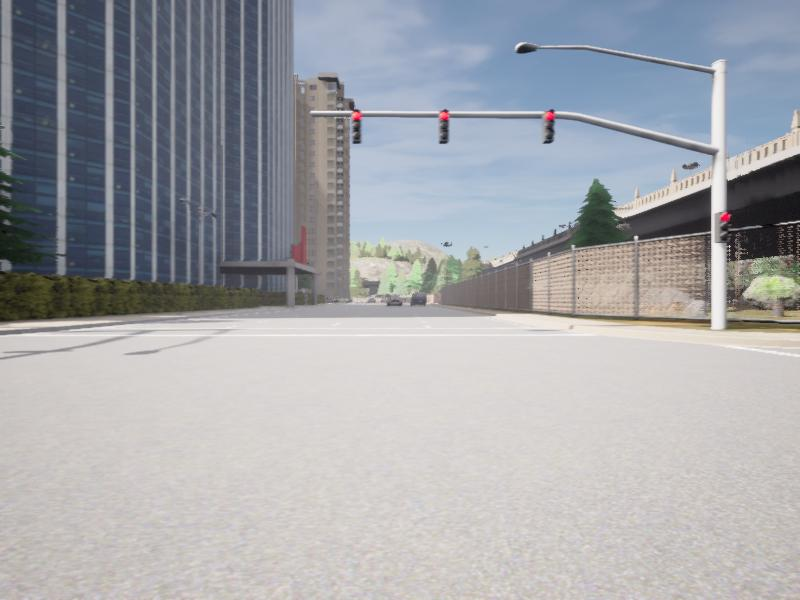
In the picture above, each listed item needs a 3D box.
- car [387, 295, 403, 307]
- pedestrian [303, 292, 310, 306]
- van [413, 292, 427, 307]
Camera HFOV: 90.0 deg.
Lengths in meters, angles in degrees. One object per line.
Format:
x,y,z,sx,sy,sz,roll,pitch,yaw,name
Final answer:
-0.628,0.167,54.273,2.038,1.542,4.974,0,0,0,car
-12.352,-0.176,52.682,0.751,1.860,0.751,0,0,-1,pedestrian
2.879,-0.063,58.297,1.775,1.987,4.442,0,0,0,van
